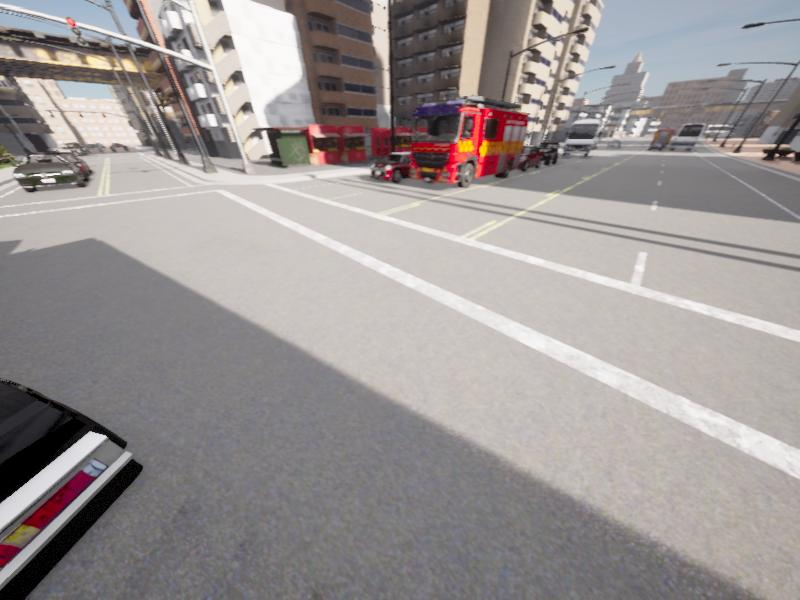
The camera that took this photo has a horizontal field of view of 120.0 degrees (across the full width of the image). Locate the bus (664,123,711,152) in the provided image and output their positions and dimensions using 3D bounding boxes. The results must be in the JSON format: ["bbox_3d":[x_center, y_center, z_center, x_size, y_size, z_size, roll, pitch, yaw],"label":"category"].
[{"bbox_3d":[55.794,-31.870,45.150,3.944,4.253,10.273,29,45,35],"label":"bus"}]

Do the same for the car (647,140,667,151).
[{"bbox_3d":[51.158,-30.758,45.965,2.033,1.649,4.856,29,45,35],"label":"car"}]

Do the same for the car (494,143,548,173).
[{"bbox_3d":[9.954,-11.723,18.929,2.097,1.767,4.553,29,44,35],"label":"car"}]

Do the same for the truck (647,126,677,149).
[{"bbox_3d":[58.877,-36.519,51.808,2.891,3.827,8.468,29,46,35],"label":"truck"}]

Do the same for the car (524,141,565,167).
[{"bbox_3d":[14.114,-14.298,22.518,1.905,1.878,3.866,28,44,34],"label":"car"}]

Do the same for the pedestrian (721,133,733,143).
[{"bbox_3d":[79.478,-39.435,56.172,0.751,1.860,0.751,-20,40,-25],"label":"pedestrian"}]

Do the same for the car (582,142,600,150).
[{"bbox_3d":[41.506,-33.510,50.256,1.994,1.385,4.181,29,45,35],"label":"car"}]

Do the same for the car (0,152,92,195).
[{"bbox_3d":[-20.444,-7.579,13.533,5.027,1.651,2.152,29,45,35],"label":"car"}]

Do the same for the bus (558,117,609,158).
[{"bbox_3d":[26.320,-23.482,33.570,3.944,4.253,10.273,19,40,26],"label":"bus"}]

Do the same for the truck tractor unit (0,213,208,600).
[{"bbox_3d":[-5.343,0.066,0.274,6.516,4.208,3.053,6,36,8],"label":"truck tractor unit"}]

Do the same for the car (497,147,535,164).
[{"bbox_3d":[12.662,-15.863,25.224,4.181,1.385,1.994,-29,44,-34],"label":"car"}]

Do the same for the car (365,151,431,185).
[{"bbox_3d":[-0.049,-8.455,14.616,1.970,1.475,3.806,29,44,35],"label":"car"}]

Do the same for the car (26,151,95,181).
[{"bbox_3d":[-25.417,-10.278,17.542,4.792,1.488,2.163,29,45,35],"label":"car"}]

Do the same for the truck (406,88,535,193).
[{"bbox_3d":[4.310,-9.160,13.544,2.891,3.827,8.468,28,44,34],"label":"truck"}]
